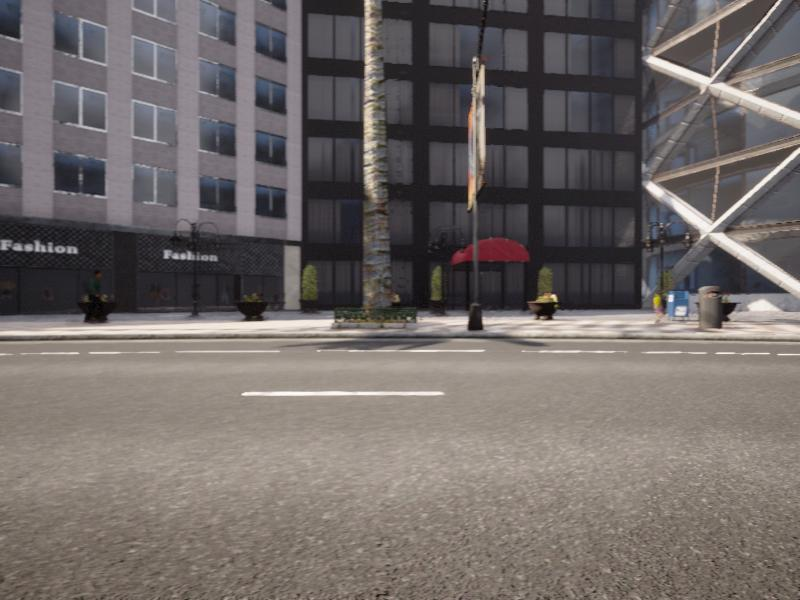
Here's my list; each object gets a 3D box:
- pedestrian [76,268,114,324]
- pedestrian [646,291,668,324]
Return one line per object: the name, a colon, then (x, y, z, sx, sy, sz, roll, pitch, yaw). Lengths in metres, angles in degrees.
pedestrian: (-10.305, -0.129, 13.549, 0.751, 1.860, 0.751, 0, 0, -11)
pedestrian: (8.809, 0.249, 13.735, 0.500, 1.100, 0.500, 0, 0, 14)
